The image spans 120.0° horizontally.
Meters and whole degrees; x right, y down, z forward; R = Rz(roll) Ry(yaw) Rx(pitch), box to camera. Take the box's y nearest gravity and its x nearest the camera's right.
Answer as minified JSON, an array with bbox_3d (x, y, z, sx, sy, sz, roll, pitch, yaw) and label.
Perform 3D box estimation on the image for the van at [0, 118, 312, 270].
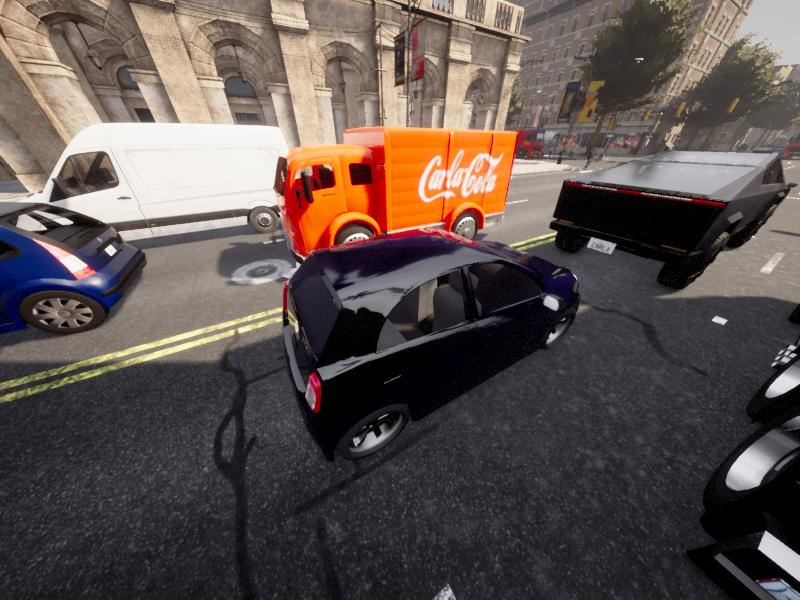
[{"bbox_3d":[-5.825,-3.006,6.048,5.915,2.561,1.988,-18,39,-24],"label":"van"}]

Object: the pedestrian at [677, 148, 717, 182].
[{"bbox_3d":[19.483,-8.859,15.189,0.751,1.860,0.751,-20,40,-26],"label":"pedestrian"}]

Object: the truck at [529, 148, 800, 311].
[{"bbox_3d":[6.359,-2.163,5.312,6.274,2.098,2.390,-18,39,-24],"label":"truck"}]

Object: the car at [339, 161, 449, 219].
[{"bbox_3d":[-0.200,-4.417,8.998,3.633,1.501,1.845,-18,39,-24],"label":"car"}]

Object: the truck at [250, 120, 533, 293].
[{"bbox_3d":[-0.094,-2.528,5.461,5.204,2.467,2.627,-18,39,-24],"label":"truck"}]

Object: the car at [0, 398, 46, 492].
[{"bbox_3d":[-4.891,1.714,0.164,4.514,1.525,2.007,-18,39,-24],"label":"car"}]

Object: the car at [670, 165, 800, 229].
[{"bbox_3d":[12.255,-3.857,8.333,3.806,1.475,1.970,-18,39,-25],"label":"car"}]

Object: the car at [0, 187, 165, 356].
[{"bbox_3d":[-6.145,-0.215,2.854,3.988,1.617,1.851,-18,39,-24],"label":"car"}]

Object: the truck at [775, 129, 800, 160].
[{"bbox_3d":[61.408,-23.414,34.719,8.468,3.827,2.891,-18,39,-25],"label":"truck"}]

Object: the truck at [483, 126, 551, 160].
[{"bbox_3d":[17.170,-23.834,34.994,2.891,3.827,8.468,-18,39,-24],"label":"truck"}]

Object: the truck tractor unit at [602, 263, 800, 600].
[{"bbox_3d":[5.107,-0.305,0.784,6.516,4.208,3.053,-18,39,-24],"label":"truck tractor unit"}]

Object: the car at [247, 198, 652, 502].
[{"bbox_3d":[0.565,-0.045,2.727,3.633,1.501,1.845,-18,39,-24],"label":"car"}]
